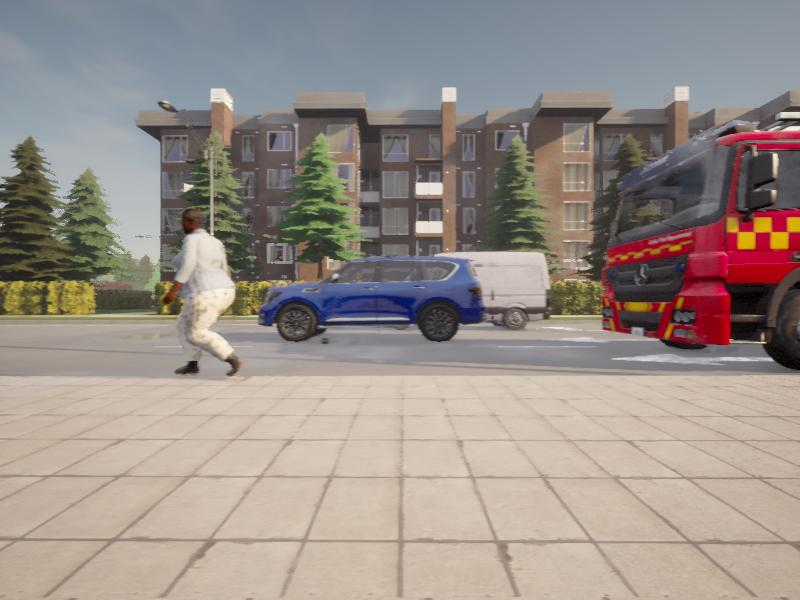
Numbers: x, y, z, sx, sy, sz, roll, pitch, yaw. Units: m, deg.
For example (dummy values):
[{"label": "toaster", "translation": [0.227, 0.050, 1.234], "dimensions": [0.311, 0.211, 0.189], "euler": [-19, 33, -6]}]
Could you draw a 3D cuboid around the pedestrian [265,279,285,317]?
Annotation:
[{"label": "pedestrian", "translation": [-6.267, -0.113, 20.026], "dimensions": [0.751, 1.860, 0.751], "euler": [0, 0, 1]}]

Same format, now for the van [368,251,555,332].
[{"label": "van", "translation": [1.953, -0.278, 13.703], "dimensions": [5.915, 2.561, 1.988], "euler": [0, 0, 0]}]

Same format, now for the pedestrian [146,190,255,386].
[{"label": "pedestrian", "translation": [-2.040, -0.114, 4.185], "dimensions": [0.751, 1.860, 0.751], "euler": [0, 0, 2]}]

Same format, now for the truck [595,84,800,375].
[{"label": "truck", "translation": [8.215, -0.923, 6.710], "dimensions": [8.468, 3.827, 2.891], "euler": [0, 0, 0]}]

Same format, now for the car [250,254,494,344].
[{"label": "car", "translation": [-0.636, -0.031, 10.196], "dimensions": [5.566, 2.045, 2.150], "euler": [0, 0, 0]}]
